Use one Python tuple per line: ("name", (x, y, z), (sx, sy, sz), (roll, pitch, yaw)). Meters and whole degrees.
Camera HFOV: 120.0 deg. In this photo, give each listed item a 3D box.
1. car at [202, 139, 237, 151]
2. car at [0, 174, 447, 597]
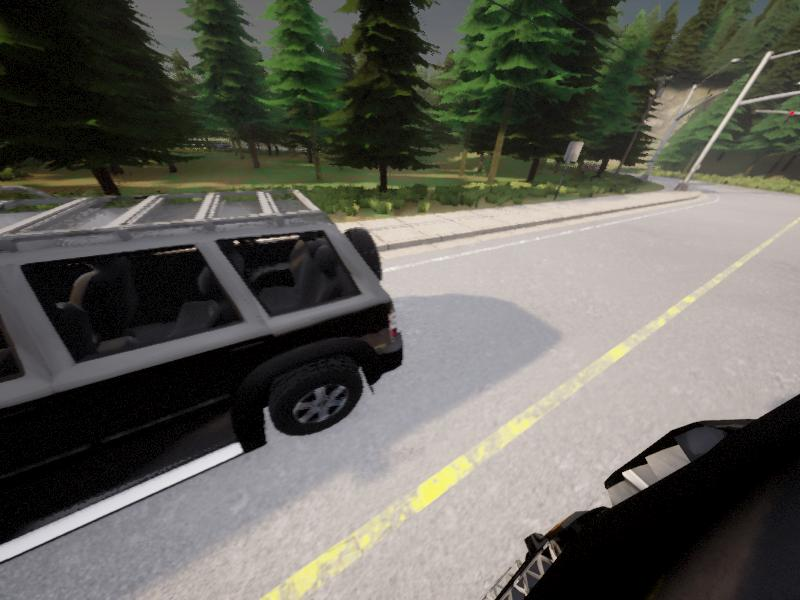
("car", (-33.831, -29.105, 43.486), (4.856, 1.649, 2.033), (-17, 38, -27))
("car", (-2.213, 0.268, 1.675), (4.605, 1.855, 1.932), (-16, 38, -26))
